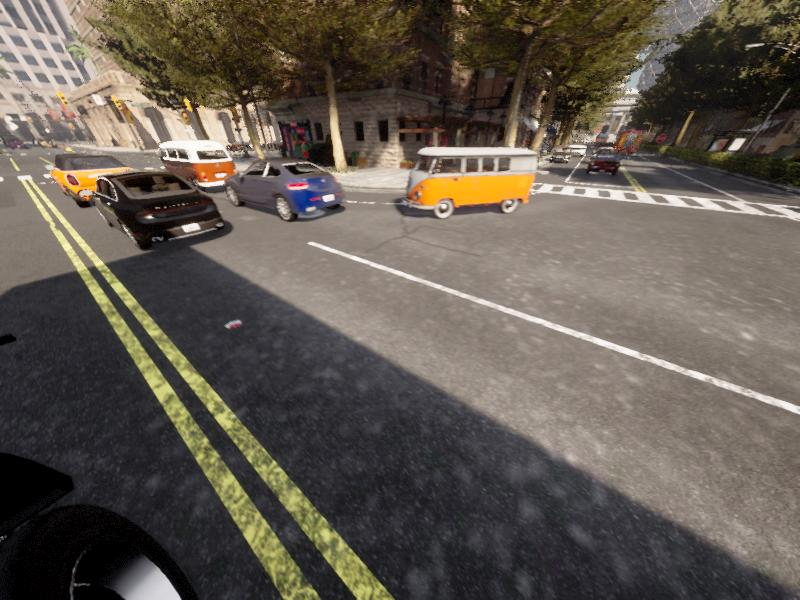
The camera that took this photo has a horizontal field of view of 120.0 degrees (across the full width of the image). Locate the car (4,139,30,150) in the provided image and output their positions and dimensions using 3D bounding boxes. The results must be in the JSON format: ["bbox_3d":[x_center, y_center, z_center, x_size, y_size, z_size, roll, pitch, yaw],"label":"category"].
[{"bbox_3d":[-66.820,-27.114,40.308,4.193,1.474,1.816,22,41,28],"label":"car"}]

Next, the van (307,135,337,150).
[{"bbox_3d":[-16.733,-34.233,50.018,1.988,2.561,5.915,22,41,28],"label":"van"}]

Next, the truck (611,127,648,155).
[{"bbox_3d":[41.076,-28.658,41.639,2.891,3.827,8.468,22,41,28],"label":"truck"}]

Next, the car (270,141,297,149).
[{"bbox_3d":[-25.214,-33.593,50.087,1.895,1.301,4.718,22,41,28],"label":"car"}]

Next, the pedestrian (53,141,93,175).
[{"bbox_3d":[-21.922,-9.539,15.525,0.751,1.860,0.751,25,42,30],"label":"pedestrian"}]

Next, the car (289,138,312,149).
[{"bbox_3d":[-21.348,-33.723,49.807,1.905,1.878,3.866,22,41,28],"label":"car"}]

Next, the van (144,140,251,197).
[{"bbox_3d":[-9.982,-6.658,11.460,4.480,2.038,2.069,22,41,28],"label":"van"}]

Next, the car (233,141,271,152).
[{"bbox_3d":[-25.562,-26.656,40.063,2.038,1.542,4.974,22,41,28],"label":"car"}]

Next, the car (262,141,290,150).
[{"bbox_3d":[-24.649,-30.817,46.107,1.994,1.385,4.181,23,41,29],"label":"car"}]

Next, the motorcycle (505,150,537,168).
[{"bbox_3d":[10.572,-12.379,20.289,2.033,1.145,0.803,3,45,4],"label":"motorcycle"}]

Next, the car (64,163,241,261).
[{"bbox_3d":[-6.853,-2.701,6.362,4.892,1.490,1.837,22,41,28],"label":"car"}]

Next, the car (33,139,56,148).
[{"bbox_3d":[-72.422,-31.938,47.032,3.633,1.501,1.845,23,41,28],"label":"car"}]

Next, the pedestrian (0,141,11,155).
[{"bbox_3d":[-50.535,-19.347,29.106,0.751,1.860,0.751,21,40,27],"label":"pedestrian"}]

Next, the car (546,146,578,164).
[{"bbox_3d":[18.577,-16.611,26.377,2.231,1.521,4.892,22,41,28],"label":"car"}]

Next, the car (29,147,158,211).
[{"bbox_3d":[-12.641,-5.179,9.549,4.553,1.767,2.097,22,41,28],"label":"car"}]

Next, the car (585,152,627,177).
[{"bbox_3d":[15.976,-10.678,18.084,1.895,1.301,4.718,22,41,28],"label":"car"}]

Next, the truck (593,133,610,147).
[{"bbox_3d":[67.768,-53.949,77.753,2.891,3.827,8.468,22,41,28],"label":"truck"}]

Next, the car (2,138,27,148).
[{"bbox_3d":[-77.239,-31.481,46.236,5.238,1.638,1.930,23,41,28],"label":"car"}]

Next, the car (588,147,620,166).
[{"bbox_3d":[21.469,-15.228,24.434,1.970,1.475,3.806,22,41,28],"label":"car"}]

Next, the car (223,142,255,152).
[{"bbox_3d":[-28.736,-27.503,41.368,1.994,1.385,4.181,22,41,28],"label":"car"}]

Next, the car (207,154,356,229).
[{"bbox_3d":[-4.284,-4.165,8.354,5.027,1.651,2.152,22,41,28],"label":"car"}]

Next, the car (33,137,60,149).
[{"bbox_3d":[-67.558,-30.060,44.122,4.605,1.855,1.932,22,41,28],"label":"car"}]

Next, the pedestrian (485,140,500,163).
[{"bbox_3d":[9.070,-14.525,22.663,0.751,1.860,0.751,26,42,31],"label":"pedestrian"}]

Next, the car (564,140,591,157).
[{"bbox_3d":[27.396,-23.355,35.525,2.435,2.045,5.566,22,41,28],"label":"car"}]

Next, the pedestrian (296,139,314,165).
[{"bbox_3d":[-8.264,-12.854,20.107,0.751,1.860,0.751,22,41,28],"label":"pedestrian"}]

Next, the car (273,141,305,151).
[{"bbox_3d":[-21.445,-29.937,44.874,2.033,1.411,5.357,22,41,28],"label":"car"}]

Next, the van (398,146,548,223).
[{"bbox_3d":[2.312,-4.123,8.050,4.442,1.987,1.775,-9,36,-14],"label":"van"}]
